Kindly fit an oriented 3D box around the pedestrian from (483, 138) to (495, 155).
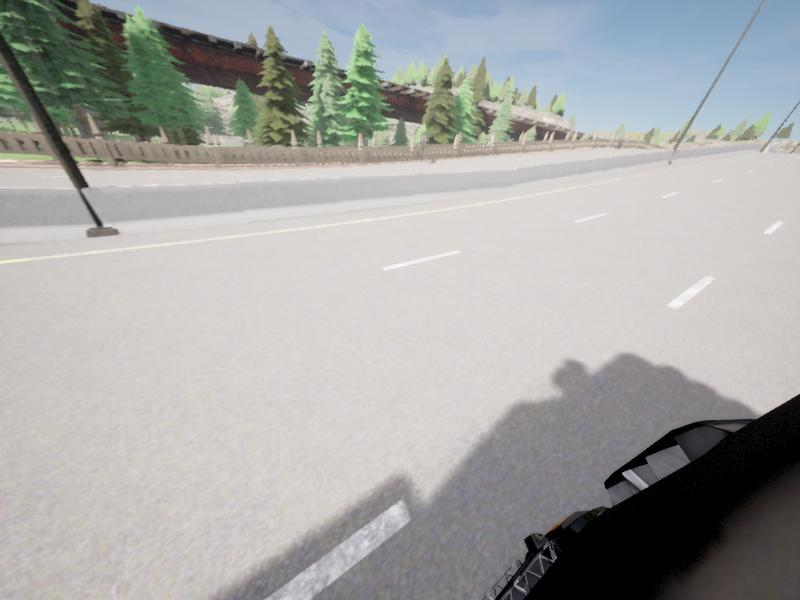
[{"bbox_3d":[12.370,-21.277,32.047,0.751,1.860,0.751,-13,37,-28],"label":"pedestrian"}]
